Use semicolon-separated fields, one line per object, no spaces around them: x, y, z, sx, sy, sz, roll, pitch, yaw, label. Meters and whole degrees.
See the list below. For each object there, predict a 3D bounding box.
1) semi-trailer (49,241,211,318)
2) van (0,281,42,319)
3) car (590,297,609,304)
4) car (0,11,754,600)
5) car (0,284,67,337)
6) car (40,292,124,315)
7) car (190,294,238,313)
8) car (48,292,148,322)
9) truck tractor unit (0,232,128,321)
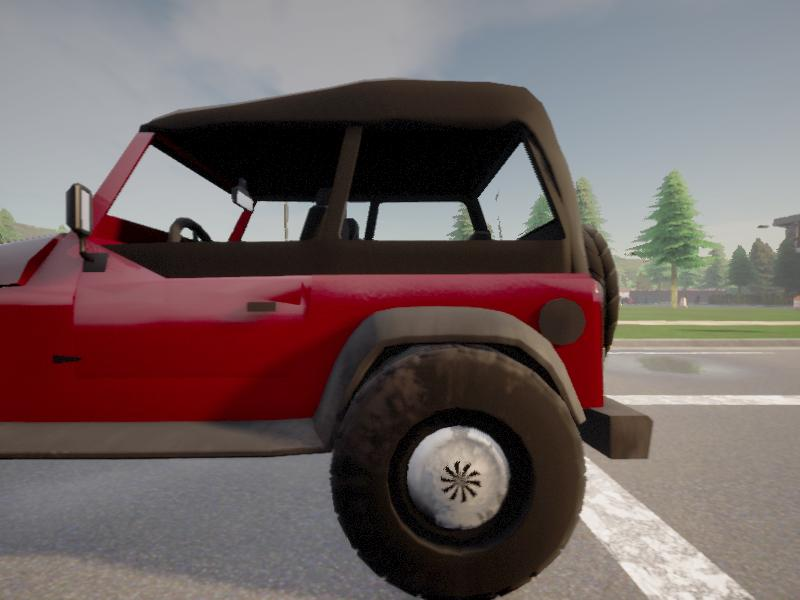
-18.930;-1.199;30.165;2.717;4.402;14.254;0;0;-1;semi-trailer
-22.327;-0.007;21.573;2.069;2.038;4.480;0;0;-1;van
48.909;0.177;98.213;2.242;1.667;4.611;0;0;-1;car
-0.831;0.046;2.201;3.866;1.878;1.905;0;0;0;car
-11.701;0.281;10.651;1.812;1.442;4.674;0;0;-1;car
-22.411;0.253;28.526;2.038;1.542;4.974;0;-1;-1;car
-15.465;0.261;33.604;1.837;1.490;4.892;0;0;-1;car
-15.316;0.321;20.638;1.994;1.385;4.181;0;0;-1;car
-18.840;-1.093;22.252;3.053;4.208;6.516;0;0;-1;truck tractor unit
